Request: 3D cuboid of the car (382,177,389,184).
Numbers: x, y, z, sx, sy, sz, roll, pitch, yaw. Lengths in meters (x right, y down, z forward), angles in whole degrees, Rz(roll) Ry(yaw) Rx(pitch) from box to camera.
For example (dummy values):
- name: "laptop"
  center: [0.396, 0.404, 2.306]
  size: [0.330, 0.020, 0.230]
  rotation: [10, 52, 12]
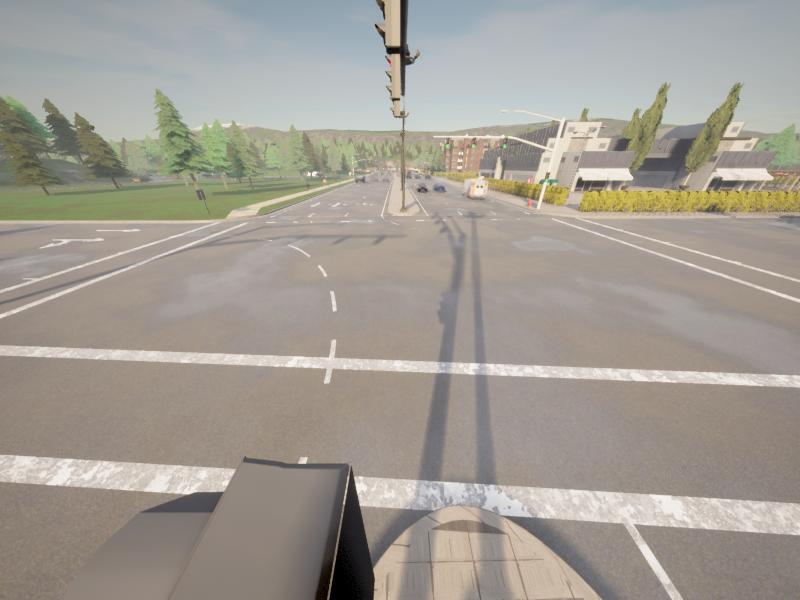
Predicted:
- name: "car"
  center: [-4.213, -34.756, 67.137]
  size: [1.994, 1.385, 4.181]
  rotation: [0, 30, 0]

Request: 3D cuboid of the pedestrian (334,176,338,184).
- name: "pedestrian"
  center: [-17.092, -31.996, 61.512]
  size: [0.751, 1.860, 0.751]
  rotation: [-5, 30, -8]

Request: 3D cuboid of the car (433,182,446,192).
- name: "car"
  center: [7.556, -21.786, 44.596]
  size: [1.812, 1.442, 4.674]
  rotation: [0, 30, -1]

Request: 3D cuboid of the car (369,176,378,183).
- name: "car"
  center: [-7.733, -36.024, 69.078]
  size: [2.152, 1.651, 5.027]
  rotation: [0, 30, 0]

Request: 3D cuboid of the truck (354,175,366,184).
- name: "truck"
  center: [-11.195, -34.105, 65.278]
  size: [2.390, 2.098, 6.274]
  rotation: [0, 30, 0]

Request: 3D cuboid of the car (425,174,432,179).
- name: "car"
  center: [11.425, -49.664, 92.832]
  size: [1.837, 1.490, 4.892]
  rotation: [7, 31, 15]

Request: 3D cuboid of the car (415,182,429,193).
- name: "car"
  center: [4.066, -21.439, 43.905]
  size: [2.038, 1.542, 4.974]
  rotation: [0, 30, -1]

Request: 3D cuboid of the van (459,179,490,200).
- name: "van"
  center: [11.216, -17.066, 35.436]
  size: [2.351, 2.431, 6.366]
  rotation: [0, 30, -1]

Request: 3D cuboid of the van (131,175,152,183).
- name: "van"
  center: [-75.338, -35.268, 67.403]
  size: [1.775, 1.987, 4.442]
  rotation: [-7, 31, -12]

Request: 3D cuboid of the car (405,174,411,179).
- name: "car"
  center: [3.325, -50.761, 94.556]
  size: [2.242, 1.667, 4.611]
  rotation: [-1, 30, -2]

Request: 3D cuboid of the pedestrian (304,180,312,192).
- name: "pedestrian"
  center: [-16.715, -20.679, 41.910]
  size: [0.751, 1.860, 0.751]
  rotation: [0, 30, 0]
